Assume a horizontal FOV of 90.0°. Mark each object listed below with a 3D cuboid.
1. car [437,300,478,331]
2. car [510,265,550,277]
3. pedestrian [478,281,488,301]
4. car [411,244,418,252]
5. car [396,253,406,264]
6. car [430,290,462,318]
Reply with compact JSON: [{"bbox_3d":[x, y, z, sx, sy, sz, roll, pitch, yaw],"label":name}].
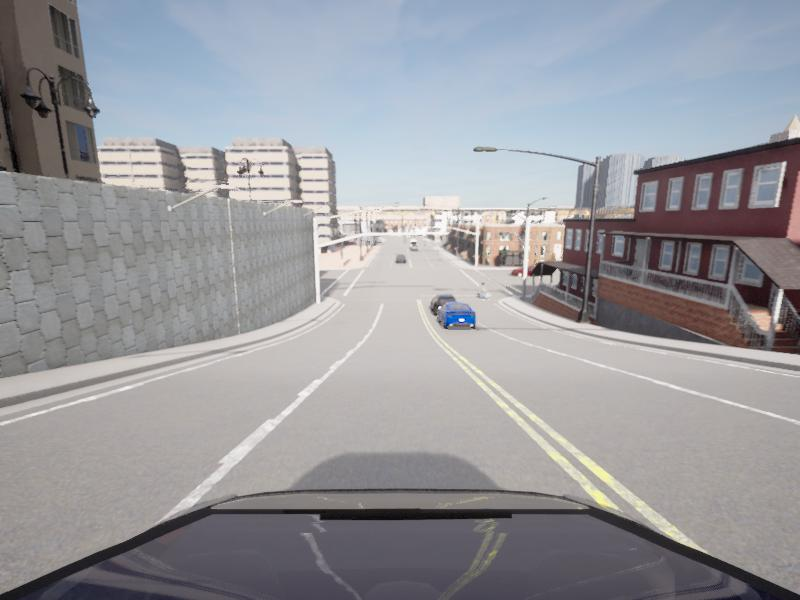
[{"bbox_3d":[3.563,0.882,25.513,1.882,1.535,5.008,0,3,0],"label":"car"},{"bbox_3d":[18.419,-4.120,56.733,5.008,1.535,1.882,0,11,0],"label":"car"},{"bbox_3d":[8.204,-0.914,39.511,0.751,1.860,0.751,0,11,2],"label":"pedestrian"},{"bbox_3d":[3.751,-13.611,104.698,1.851,1.617,3.988,0,11,0],"label":"car"},{"bbox_3d":[0.178,-7.752,74.843,1.930,1.638,5.238,0,11,0],"label":"car"},{"bbox_3d":[3.577,0.270,32.129,2.033,1.649,4.856,0,6,0],"label":"car"}]
